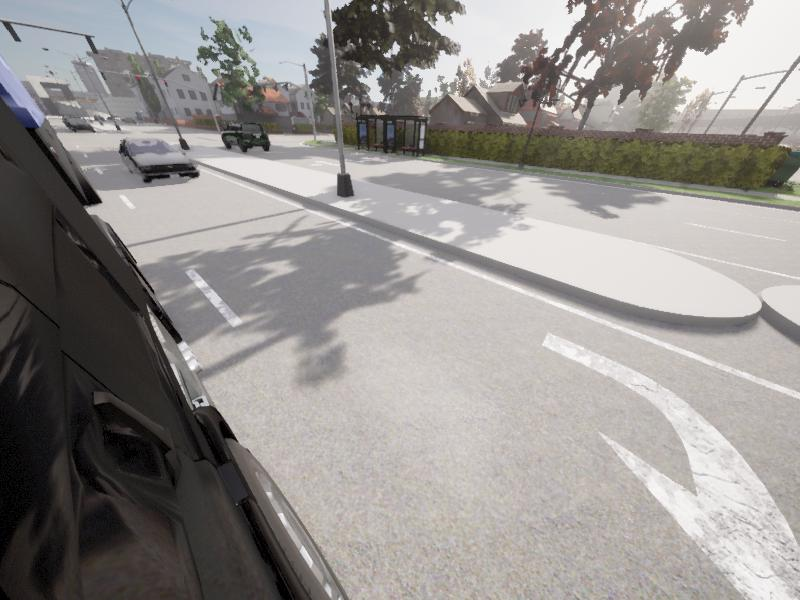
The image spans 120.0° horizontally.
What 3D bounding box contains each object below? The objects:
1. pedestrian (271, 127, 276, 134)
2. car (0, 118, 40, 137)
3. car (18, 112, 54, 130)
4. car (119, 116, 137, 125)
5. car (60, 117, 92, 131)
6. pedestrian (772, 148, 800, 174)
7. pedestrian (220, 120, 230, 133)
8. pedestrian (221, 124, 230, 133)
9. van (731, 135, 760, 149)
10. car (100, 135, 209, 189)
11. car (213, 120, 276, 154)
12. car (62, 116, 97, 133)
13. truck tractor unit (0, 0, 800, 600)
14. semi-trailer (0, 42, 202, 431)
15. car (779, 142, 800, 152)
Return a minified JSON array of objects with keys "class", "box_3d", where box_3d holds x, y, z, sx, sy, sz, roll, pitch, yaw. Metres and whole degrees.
[{"class":"pedestrian","box_3d":[-24.675,-33.138,45.156,0.500,1.100,0.500,27,43,29]},{"class":"car","box_3d":[-40.162,-17.587,23.462,1.994,1.385,4.181,-12,39,-19]},{"class":"car","box_3d":[-51.115,-25.209,32.527,4.605,1.855,1.932,28,44,30]},{"class":"car","box_3d":[-75.119,-49.651,63.879,5.027,1.651,2.152,28,44,30]},{"class":"car","box_3d":[-48.632,-26.457,34.683,4.792,1.488,2.163,28,44,30]},{"class":"pedestrian","box_3d":[34.246,-12.173,20.200,0.751,1.860,0.751,26,43,28]},{"class":"pedestrian","box_3d":[-31.005,-30.764,40.949,0.751,1.860,0.751,-25,45,-32]},{"class":"pedestrian","box_3d":[-31.604,-31.056,41.771,0.751,1.300,0.751,28,44,30]},{"class":"van","box_3d":[82.725,-37.984,55.393,1.988,2.561,5.915,28,45,30]},{"class":"car","box_3d":[-10.831,-6.242,10.136,5.357,1.411,2.033,28,44,30]},{"class":"car","box_3d":[-13.547,-14.222,20.080,5.566,2.045,2.150,28,44,30]},{"class":"car","box_3d":[-43.196,-23.647,31.139,5.238,1.638,1.930,28,43,29]},{"class":"truck tractor unit","box_3d":[-2.645,-0.295,0.352,6.516,4.208,3.053,28,44,30]},{"class":"semi-trailer","box_3d":[-8.698,-3.607,4.224,14.254,4.402,2.717,28,44,30]},{"class":"car","box_3d":[86.613,-33.683,50.844,1.801,1.575,5.366,28,45,30]}]
